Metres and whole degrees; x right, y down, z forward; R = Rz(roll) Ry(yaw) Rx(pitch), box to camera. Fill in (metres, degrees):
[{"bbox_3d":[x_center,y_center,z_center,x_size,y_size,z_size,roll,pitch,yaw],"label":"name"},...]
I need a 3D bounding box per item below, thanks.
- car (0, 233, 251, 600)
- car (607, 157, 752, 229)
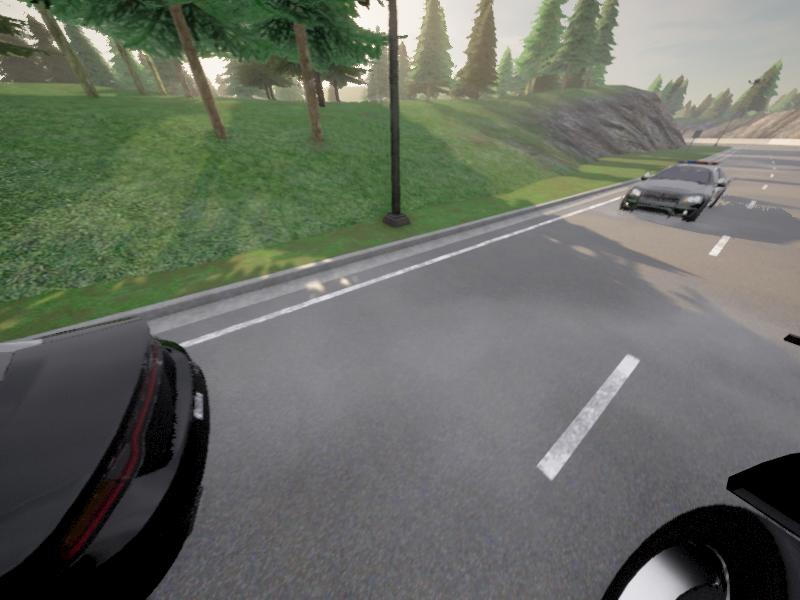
[{"bbox_3d":[-3.646,1.478,0.415,5.238,1.638,1.930,-22,41,-28],"label":"car"},{"bbox_3d":[9.937,-4.007,8.189,4.974,1.542,2.038,-22,41,-28],"label":"car"}]
